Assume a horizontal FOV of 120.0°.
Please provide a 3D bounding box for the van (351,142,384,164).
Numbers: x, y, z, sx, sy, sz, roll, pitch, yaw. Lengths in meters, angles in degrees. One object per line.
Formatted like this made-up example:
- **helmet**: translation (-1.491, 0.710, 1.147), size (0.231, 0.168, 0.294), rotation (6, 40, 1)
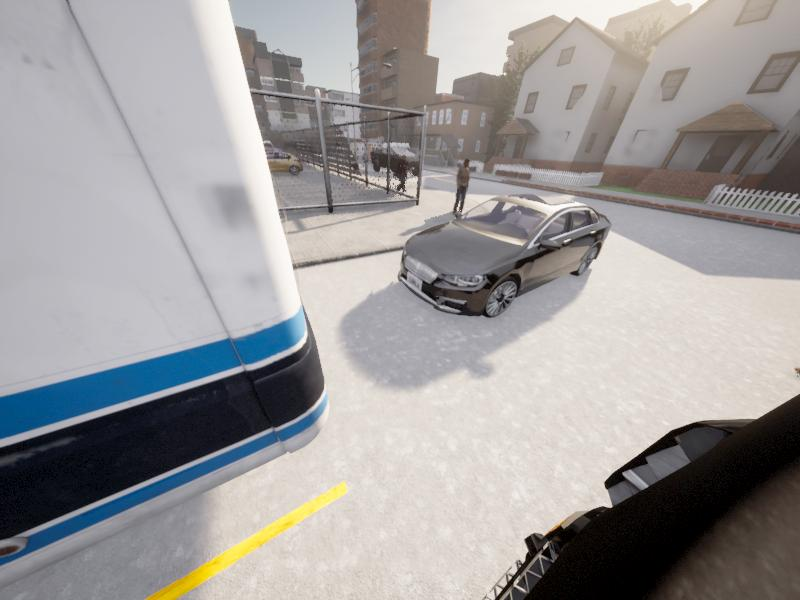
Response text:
- **van**: translation (-4.978, -22.124, 34.670), size (2.351, 2.431, 6.366), rotation (-16, 38, -27)

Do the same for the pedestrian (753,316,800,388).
- **pedestrian**: translation (5.147, 0.221, 2.276), size (0.751, 1.860, 0.751), rotation (11, 34, 12)

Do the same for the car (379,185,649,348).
- **car**: translation (2.265, -1.182, 4.528), size (4.902, 1.511, 2.128), rotation (-18, 39, -29)

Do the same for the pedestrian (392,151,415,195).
- **pedestrian**: translation (0.141, -6.346, 11.593), size (0.751, 1.860, 0.751), rotation (-17, 38, -27)

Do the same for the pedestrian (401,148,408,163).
- **pedestrian**: translation (0.660, -22.057, 35.281), size (0.751, 1.860, 0.751), rotation (-13, 37, -22)

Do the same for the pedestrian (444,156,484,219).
- **pedestrian**: translation (2.146, -3.873, 8.024), size (0.751, 1.860, 0.751), rotation (-5, 34, -12)

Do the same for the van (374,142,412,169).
- **van**: translation (-1.004, -18.109, 28.830), size (1.988, 2.561, 5.915), rotation (-16, 38, -26)

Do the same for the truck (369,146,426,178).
- **truck**: translation (-0.452, -12.823, 21.312), size (2.390, 2.098, 6.274), rotation (-16, 38, -25)
